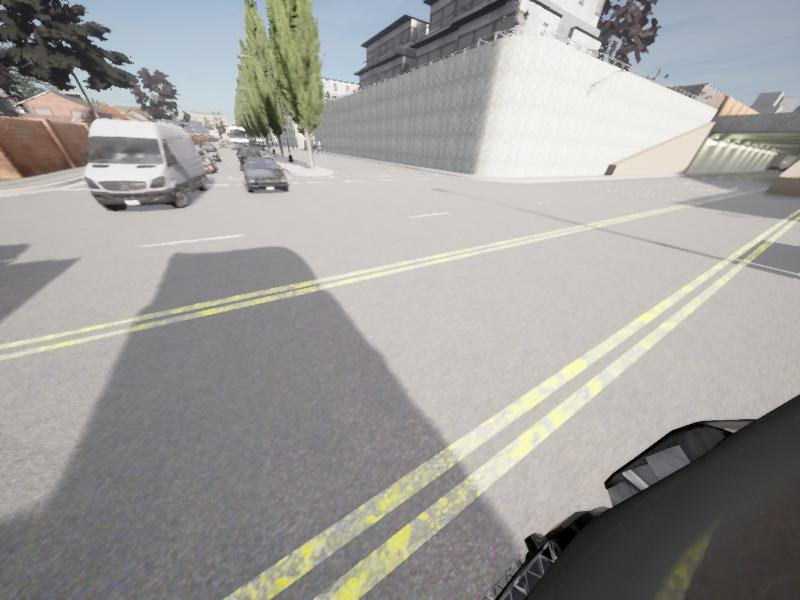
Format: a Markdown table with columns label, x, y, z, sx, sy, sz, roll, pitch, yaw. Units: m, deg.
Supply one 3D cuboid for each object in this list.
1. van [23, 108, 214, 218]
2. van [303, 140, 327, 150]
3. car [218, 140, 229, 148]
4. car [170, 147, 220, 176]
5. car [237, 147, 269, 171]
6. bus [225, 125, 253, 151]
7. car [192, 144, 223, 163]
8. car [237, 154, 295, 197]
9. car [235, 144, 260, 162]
| label | x | y | z | sx | sy | sz | roll | pitch | yaw |
| --- | --- | --- | --- | --- | --- | --- | --- | --- | --- |
| van | -9.390 | -5.234 | 8.814 | 1.988 | 2.561 | 5.915 | -12 | 36 | -21 |
| van | -26.674 | -48.784 | 72.713 | 6.366 | 2.431 | 2.351 | -19 | 39 | -24 |
| car | -44.932 | -39.766 | 58.896 | 1.882 | 1.535 | 5.008 | -16 | 38 | -26 |
| car | -14.338 | -9.904 | 16.412 | 1.970 | 1.475 | 3.806 | -16 | 38 | -26 |
| car | -12.836 | -12.269 | 20.055 | 1.837 | 1.490 | 4.892 | -16 | 38 | -26 |
| bus | -36.790 | -36.961 | 52.842 | 3.944 | 4.253 | 10.273 | -16 | 38 | -26 |
| car | -19.662 | -15.127 | 23.792 | 1.789 | 1.549 | 3.705 | -16 | 38 | -26 |
| car | -7.316 | -6.819 | 12.373 | 2.033 | 1.411 | 5.357 | -16 | 38 | -26 |
| car | -18.241 | -17.552 | 27.555 | 2.007 | 1.525 | 4.514 | -16 | 38 | -26 |
